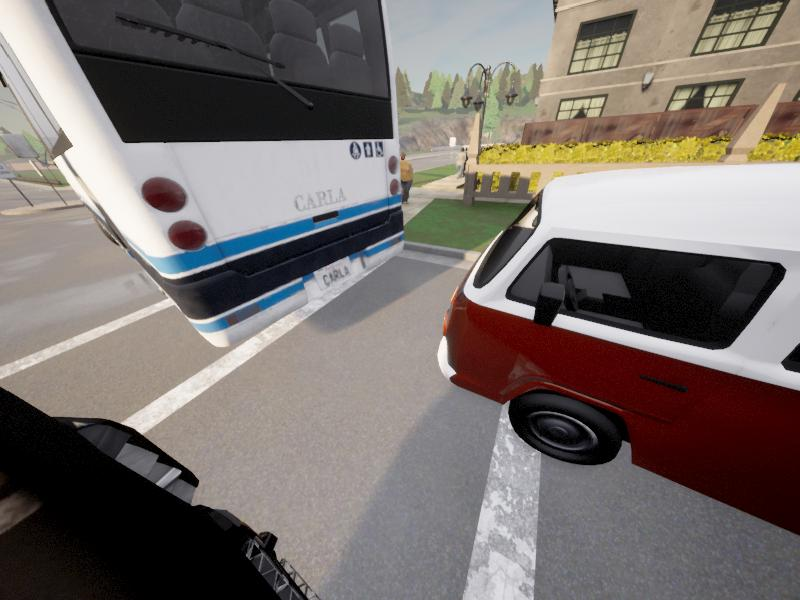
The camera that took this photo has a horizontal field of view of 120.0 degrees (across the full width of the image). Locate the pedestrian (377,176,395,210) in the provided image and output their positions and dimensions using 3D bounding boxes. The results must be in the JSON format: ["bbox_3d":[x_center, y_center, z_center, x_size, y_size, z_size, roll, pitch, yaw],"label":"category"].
[{"bbox_3d":[-0.519,-4.102,8.841,0.500,1.100,0.500,2,34,7],"label":"pedestrian"}]

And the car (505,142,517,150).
[{"bbox_3d":[33.732,-46.711,69.981,1.905,1.878,3.866,22,41,32],"label":"car"}]

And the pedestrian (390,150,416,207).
[{"bbox_3d":[0.155,-4.680,8.973,0.751,1.860,0.751,7,35,14],"label":"pedestrian"}]

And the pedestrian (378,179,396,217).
[{"bbox_3d":[-0.443,-3.505,7.938,0.500,1.100,0.500,-7,34,-6],"label":"pedestrian"}]

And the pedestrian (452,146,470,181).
[{"bbox_3d":[3.842,-8.642,14.654,0.751,1.860,0.751,16,38,26],"label":"pedestrian"}]

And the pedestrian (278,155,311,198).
[{"bbox_3d":[-5.247,-6.193,11.621,0.751,1.860,0.751,12,37,22],"label":"pedestrian"}]

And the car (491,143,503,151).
[{"bbox_3d":[29.414,-46.508,70.001,1.932,1.855,4.605,19,39,29],"label":"car"}]

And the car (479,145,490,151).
[{"bbox_3d":[26.204,-47.041,71.402,1.816,1.474,4.193,19,39,29],"label":"car"}]

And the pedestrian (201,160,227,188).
[{"bbox_3d":[-14.705,-9.943,18.307,0.751,1.860,0.751,16,38,26],"label":"pedestrian"}]

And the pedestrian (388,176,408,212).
[{"bbox_3d":[-0.058,-3.895,8.494,0.500,1.100,0.500,14,37,23],"label":"pedestrian"}]

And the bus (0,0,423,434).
[{"bbox_3d":[-4.949,-2.980,4.961,10.273,4.253,3.944,21,40,31],"label":"bus"}]

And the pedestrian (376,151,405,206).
[{"bbox_3d":[-0.363,-4.959,9.432,0.751,1.860,0.751,-23,38,-27],"label":"pedestrian"}]

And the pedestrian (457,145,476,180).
[{"bbox_3d":[4.362,-9.016,15.177,0.751,1.860,0.751,18,39,28],"label":"pedestrian"}]

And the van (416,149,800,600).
[{"bbox_3d":[2.576,0.312,1.429,4.480,2.038,2.069,16,38,26],"label":"van"}]
